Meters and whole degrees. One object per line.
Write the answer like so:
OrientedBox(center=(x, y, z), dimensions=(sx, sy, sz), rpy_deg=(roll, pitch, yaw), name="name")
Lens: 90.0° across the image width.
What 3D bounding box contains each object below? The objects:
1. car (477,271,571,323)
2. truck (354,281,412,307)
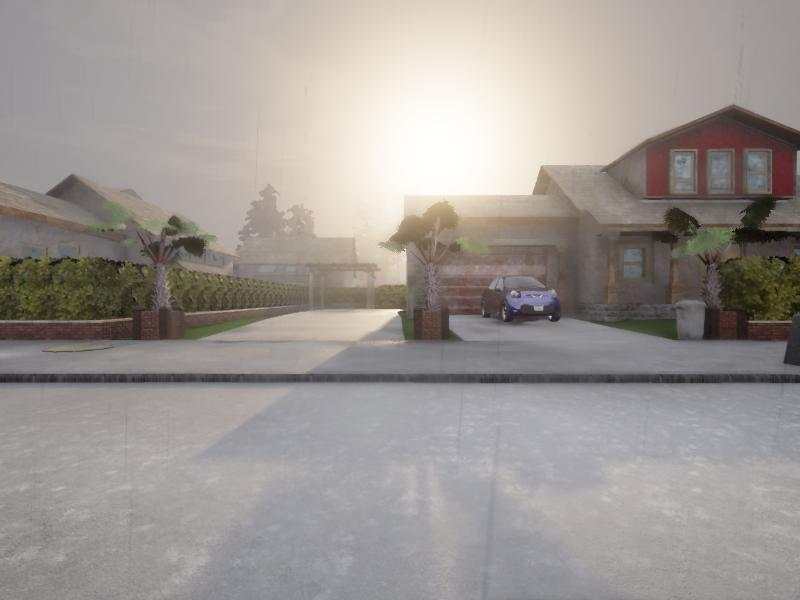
OrientedBox(center=(3.891, -0.082, 13.247), dimensions=(1.845, 1.501, 3.633), rpy_deg=(0, 0, -3), name="car")
OrientedBox(center=(-2.477, -0.921, 60.272), dimensions=(8.468, 3.827, 2.891), rpy_deg=(0, 0, 0), name="truck")
